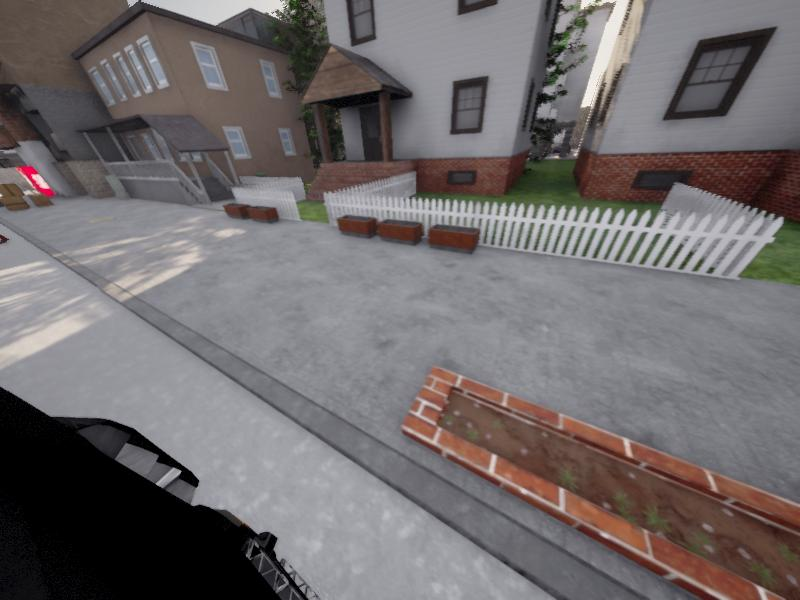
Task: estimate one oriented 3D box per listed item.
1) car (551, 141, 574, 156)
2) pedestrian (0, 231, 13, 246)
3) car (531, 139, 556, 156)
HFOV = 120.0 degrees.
[{"bbox_3d":[22.661,-21.135,32.195,1.845,1.501,3.633,22,41,33],"label":"car"},{"bbox_3d":[-13.522,-2.548,7.089,0.751,1.860,0.751,12,37,21],"label":"pedestrian"},{"bbox_3d":[20.744,-22.052,33.410,1.905,1.878,3.866,22,41,33],"label":"car"}]
